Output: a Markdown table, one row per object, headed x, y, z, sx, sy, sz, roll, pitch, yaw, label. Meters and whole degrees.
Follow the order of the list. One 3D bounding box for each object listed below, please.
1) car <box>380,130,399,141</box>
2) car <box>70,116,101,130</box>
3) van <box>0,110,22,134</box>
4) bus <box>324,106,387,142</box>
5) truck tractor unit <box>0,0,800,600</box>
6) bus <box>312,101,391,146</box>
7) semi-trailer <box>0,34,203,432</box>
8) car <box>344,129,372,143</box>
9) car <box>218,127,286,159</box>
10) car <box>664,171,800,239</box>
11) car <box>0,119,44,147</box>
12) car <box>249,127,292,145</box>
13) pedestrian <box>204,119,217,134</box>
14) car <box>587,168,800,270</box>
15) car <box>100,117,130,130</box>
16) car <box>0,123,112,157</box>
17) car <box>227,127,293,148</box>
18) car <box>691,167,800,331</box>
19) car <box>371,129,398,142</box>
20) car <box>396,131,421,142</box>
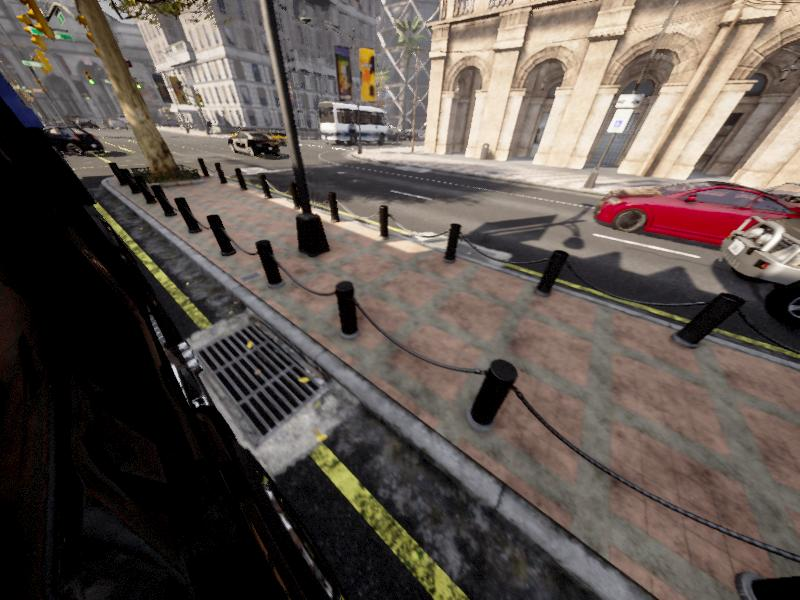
| x | y | z | sx | sy | sz | roll | pitch | yaw | label |
| --- | --- | --- | --- | --- | --- | --- | --- | --- | --- |
| -2.040 | -32.419 | 45.526 | 1.845 | 1.501 | 3.633 | 26 | 43 | 28 | car |
| -51.664 | -29.076 | 37.939 | 4.974 | 1.542 | 2.038 | 26 | 43 | 28 | car |
| -44.086 | -19.534 | 25.247 | 4.480 | 2.038 | 2.069 | 26 | 43 | 28 | van |
| -7.097 | -29.537 | 39.089 | 3.944 | 4.253 | 10.273 | 26 | 43 | 28 | bus |
| -2.645 | -0.295 | 0.351 | 6.516 | 4.208 | 3.053 | 28 | 44 | 30 | truck tractor unit |
| -5.956 | -23.705 | 31.375 | 3.944 | 4.253 | 10.273 | 26 | 43 | 28 | bus |
| -8.775 | -3.552 | 4.151 | 14.254 | 4.402 | 2.717 | 27 | 43 | 29 | semi-trailer |
| -6.456 | -25.659 | 36.160 | 1.851 | 1.617 | 3.988 | 26 | 43 | 28 | car |
| -11.272 | -11.967 | 17.546 | 5.238 | 1.638 | 1.930 | 26 | 43 | 28 | car |
| 11.955 | -2.901 | 7.184 | 4.718 | 1.301 | 1.895 | 26 | 43 | 28 | car |
| -29.064 | -11.901 | 16.407 | 1.789 | 1.549 | 3.705 | 26 | 43 | 28 | car |
| -15.024 | -19.113 | 26.927 | 1.789 | 1.549 | 3.705 | 26 | 42 | 28 | car |
| -30.912 | -28.351 | 37.706 | 0.751 | 1.860 | 0.751 | 22 | 41 | 24 | pedestrian |
| 7.963 | -2.428 | 6.249 | 4.181 | 1.385 | 1.994 | 26 | 43 | 28 | car |
| -50.024 | -30.989 | 40.517 | 5.027 | 1.651 | 2.152 | 27 | 43 | 28 | car |
| -20.818 | -9.635 | 13.925 | 3.633 | 1.501 | 1.845 | -5 | 37 | -10 | car |
| -14.156 | -16.676 | 23.702 | 5.366 | 1.575 | 1.801 | -27 | 46 | -34 | car |
| 7.620 | -0.163 | 2.781 | 4.605 | 1.855 | 1.932 | 26 | 43 | 28 | car |
| -2.675 | -28.554 | 40.210 | 2.242 | 1.667 | 4.611 | 26 | 43 | 28 | car |
| 1.655 | -31.785 | 44.822 | 1.930 | 1.638 | 5.238 | 26 | 43 | 28 | car |
